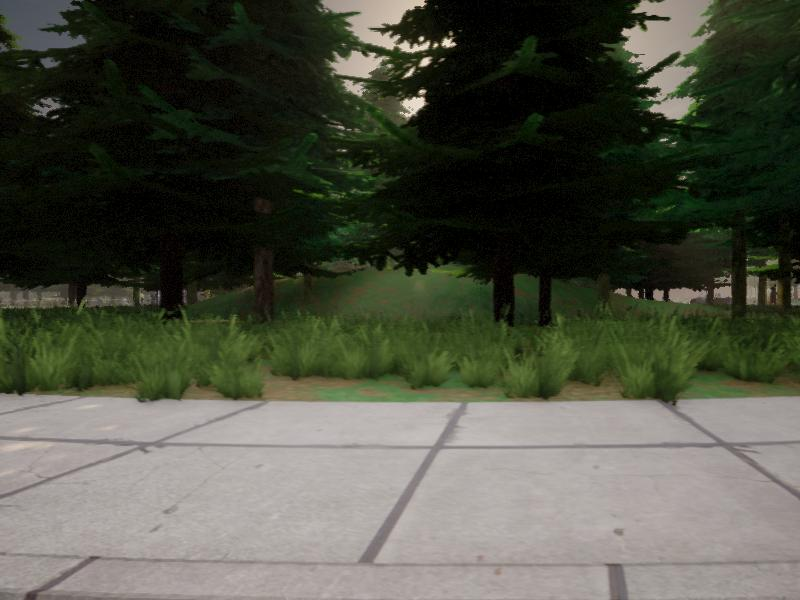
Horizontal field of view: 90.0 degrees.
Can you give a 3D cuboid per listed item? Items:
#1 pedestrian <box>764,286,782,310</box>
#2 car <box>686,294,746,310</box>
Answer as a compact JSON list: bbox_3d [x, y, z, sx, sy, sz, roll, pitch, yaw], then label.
[{"bbox_3d":[28.669,-0.149,30.767,0.751,1.860,0.751,0,0,10],"label":"pedestrian"},{"bbox_3d":[32.265,0.199,41.031,2.128,1.511,4.902,0,0,-2],"label":"car"}]
